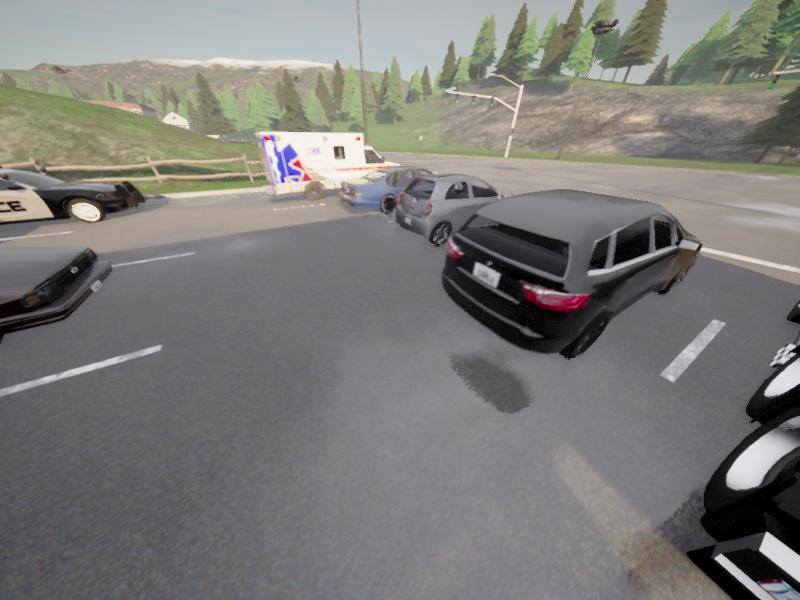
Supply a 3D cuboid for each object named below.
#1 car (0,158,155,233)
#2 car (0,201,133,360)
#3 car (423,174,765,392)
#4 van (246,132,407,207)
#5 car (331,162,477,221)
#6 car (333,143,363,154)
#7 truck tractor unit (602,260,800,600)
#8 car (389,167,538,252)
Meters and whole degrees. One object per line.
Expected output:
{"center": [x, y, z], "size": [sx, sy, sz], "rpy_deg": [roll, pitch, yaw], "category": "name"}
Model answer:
{"center": [-11.456, -3.139, 6.888], "size": [5.238, 1.638, 1.930], "rpy_deg": [-18, 39, -24], "category": "car"}
{"center": [-7.155, 0.199, 2.388], "size": [5.357, 1.411, 2.033], "rpy_deg": [-18, 39, -24], "category": "car"}
{"center": [2.970, -0.884, 3.814], "size": [4.611, 1.667, 2.242], "rpy_deg": [-18, 39, -24], "category": "car"}
{"center": [-3.012, -6.222, 10.707], "size": [6.366, 2.431, 2.351], "rpy_deg": [-19, 39, -25], "category": "van"}
{"center": [0.279, -4.553, 9.263], "size": [5.357, 1.411, 2.033], "rpy_deg": [-19, 39, -25], "category": "car"}
{"center": [-9.129, -26.747, 40.765], "size": [4.892, 1.490, 1.837], "rpy_deg": [18, 37, 23], "category": "car"}
{"center": [5.104, -0.307, 0.788], "size": [6.516, 4.208, 3.053], "rpy_deg": [-19, 39, -24], "category": "truck tractor unit"}
{"center": [1.745, -2.773, 6.622], "size": [3.633, 1.501, 1.845], "rpy_deg": [-19, 39, -25], "category": "car"}
